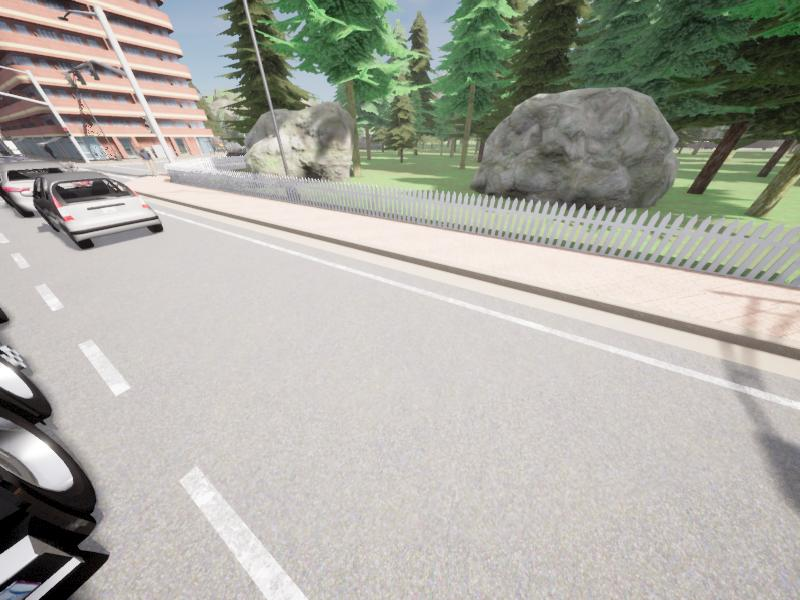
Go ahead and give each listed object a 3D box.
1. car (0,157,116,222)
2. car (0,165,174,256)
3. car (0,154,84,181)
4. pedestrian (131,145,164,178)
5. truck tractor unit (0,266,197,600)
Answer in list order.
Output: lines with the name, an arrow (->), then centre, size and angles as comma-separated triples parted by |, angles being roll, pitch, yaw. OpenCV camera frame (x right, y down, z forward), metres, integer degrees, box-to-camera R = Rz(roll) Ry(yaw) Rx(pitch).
car -> -14.319, -4.613, 9.263 | 4.611, 1.667, 2.242 | 19, 39, 25
car -> -8.950, -2.775, 6.641 | 3.988, 1.617, 1.851 | 18, 39, 25
car -> -27.581, -9.518, 16.600 | 5.357, 1.411, 2.033 | -18, 39, -23
pedestrian -> -16.875, -9.275, 15.473 | 0.751, 1.860, 0.751 | 29, 44, 35
truck tractor unit -> -5.114, -0.298, 0.774 | 6.516, 4.208, 3.053 | 18, 39, 24
